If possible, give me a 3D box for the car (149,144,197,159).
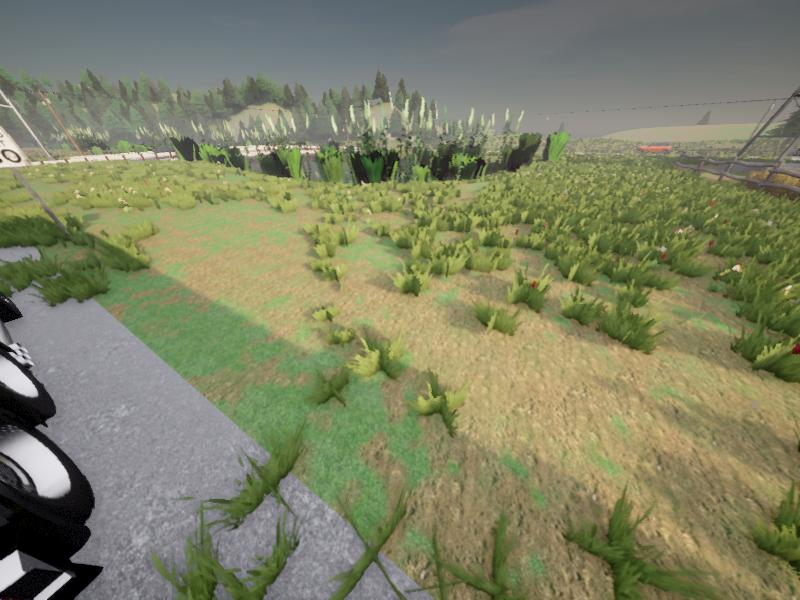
[{"bbox_3d":[-31.153,-20.560,31.849,1.994,1.385,4.181,22,43,29],"label":"car"}]

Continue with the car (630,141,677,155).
[{"bbox_3d":[40.671,-24.508,37.279,4.553,1.767,2.097,22,41,29],"label":"car"}]

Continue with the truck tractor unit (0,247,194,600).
[{"bbox_3d":[-5.080,-0.332,0.815,6.516,4.208,3.053,20,40,25],"label":"truck tractor unit"}]
